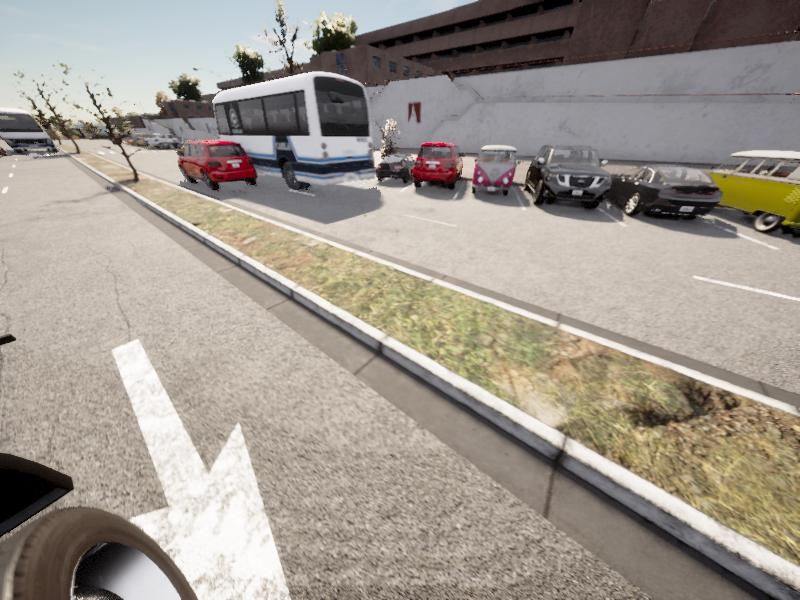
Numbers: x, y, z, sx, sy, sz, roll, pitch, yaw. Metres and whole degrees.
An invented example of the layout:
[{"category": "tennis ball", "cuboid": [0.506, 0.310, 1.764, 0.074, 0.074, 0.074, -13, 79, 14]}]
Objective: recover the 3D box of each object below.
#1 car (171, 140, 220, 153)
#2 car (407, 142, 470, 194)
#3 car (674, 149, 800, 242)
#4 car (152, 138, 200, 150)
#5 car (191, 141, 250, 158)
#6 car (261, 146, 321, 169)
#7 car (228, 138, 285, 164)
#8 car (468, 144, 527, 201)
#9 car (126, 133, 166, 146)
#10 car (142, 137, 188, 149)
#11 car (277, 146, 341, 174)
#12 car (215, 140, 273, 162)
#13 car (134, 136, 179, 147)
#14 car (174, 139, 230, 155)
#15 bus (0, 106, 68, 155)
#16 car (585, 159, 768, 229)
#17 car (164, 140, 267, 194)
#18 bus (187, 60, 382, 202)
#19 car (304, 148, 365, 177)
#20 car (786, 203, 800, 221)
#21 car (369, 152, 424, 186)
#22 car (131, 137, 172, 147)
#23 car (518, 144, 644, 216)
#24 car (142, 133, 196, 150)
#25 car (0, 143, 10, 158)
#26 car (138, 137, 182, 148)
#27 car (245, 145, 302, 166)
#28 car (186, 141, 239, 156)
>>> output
[{"category": "car", "cuboid": [-28.354, -21.502, 32.319, 2.002, 1.452, 4.674, 11, 36, 14]}, {"category": "car", "cuboid": [2.348, -7.676, 13.080, 2.435, 2.045, 5.566, 11, 36, 14]}, {"category": "car", "cuboid": [11.817, -3.462, 7.222, 1.878, 1.987, 4.442, 11, 36, 14]}, {"category": "car", "cuboid": [-35.417, -24.803, 36.694, 2.231, 1.521, 4.892, 12, 36, 14]}, {"category": "car", "cuboid": [-21.326, -18.154, 27.770, 1.946, 1.575, 5.366, 12, 36, 13]}, {"category": "car", "cuboid": [-9.463, -12.798, 20.634, 2.163, 1.488, 4.792, 11, 36, 14]}, {"category": "car", "cuboid": [-14.211, -15.093, 23.305, 1.878, 1.987, 4.442, 12, 36, 13]}, {"category": "car", "cuboid": [4.674, -6.513, 11.492, 1.878, 1.987, 4.442, 11, 36, 14]}, {"category": "car", "cuboid": [-49.611, -31.411, 45.284, 1.878, 1.987, 4.442, 11, 36, 14]}, {"category": "car", "cuboid": [-40.139, -26.972, 39.626, 2.097, 1.535, 5.008, 11, 36, 14]}, {"category": "car", "cuboid": [-7.156, -11.630, 18.968, 1.946, 1.575, 5.366, 11, 36, 14]}, {"category": "car", "cuboid": [-16.560, -16.152, 24.900, 2.185, 1.767, 4.553, 11, 36, 14]}, {"category": "car", "cuboid": [-44.809, -29.235, 42.708, 1.946, 1.575, 5.366, 11, 36, 14]}, {"category": "car", "cuboid": [-26.045, -20.346, 30.689, 1.946, 1.575, 5.366, 12, 36, 14]}, {"category": "bus", "cuboid": [-45.254, -20.329, 27.847, 10.273, 4.253, 3.944, 25, 42, 29]}, {"category": "car", "cuboid": [9.418, -4.268, 8.739, 2.231, 1.521, 4.892, 11, 36, 14]}, {"category": "car", "cuboid": [-9.948, -7.326, 12.411, 5.566, 2.045, 2.150, 24, 42, 30]}, {"category": "bus", "cuboid": [-6.244, -8.664, 12.441, 10.273, 4.253, 3.944, 24, 42, 30]}, {"category": "car", "cuboid": [-4.752, -10.613, 17.635, 2.163, 1.488, 4.792, 11, 36, 14]}, {"category": "car", "cuboid": [14.132, -2.240, 5.677, 2.185, 1.767, 4.553, 11, 36, 14]}, {"category": "car", "cuboid": [-0.024, -8.483, 14.702, 2.002, 1.452, 4.674, 11, 36, 14]}, {"category": "car", "cuboid": [-47.218, -30.202, 44.075, 2.163, 1.488, 4.792, 11, 36, 14]}, {"category": "car", "cuboid": [7.061, -5.522, 10.061, 2.435, 2.045, 5.566, 11, 36, 14]}, {"category": "car", "cuboid": [-37.776, -26.110, 38.036, 2.435, 2.045, 5.566, 11, 36, 14]}, {"category": "car", "cuboid": [-41.972, -15.343, 23.428, 4.181, 1.385, 1.994, 25, 42, 29]}, {"category": "car", "cuboid": [-42.508, -28.047, 41.090, 2.231, 1.521, 4.892, 11, 36, 14]}, {"category": "car", "cuboid": [-11.834, -13.855, 22.082, 2.002, 1.452, 4.674, 11, 36, 14]}, {"category": "car", "cuboid": [-23.626, -19.340, 29.418, 2.163, 1.488, 4.792, 11, 36, 14]}]
